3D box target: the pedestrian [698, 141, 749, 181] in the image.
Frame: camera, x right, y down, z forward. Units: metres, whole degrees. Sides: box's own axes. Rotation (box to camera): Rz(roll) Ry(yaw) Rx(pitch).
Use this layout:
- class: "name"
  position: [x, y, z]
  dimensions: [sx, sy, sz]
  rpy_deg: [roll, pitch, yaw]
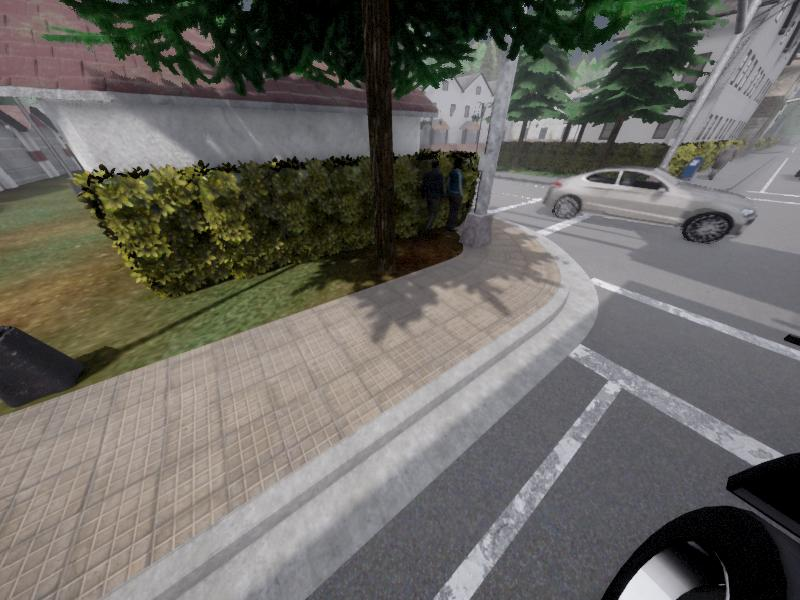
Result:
- class: "pedestrian"
  position: [18.098, -7.830, 12.984]
  dimensions: [0.751, 1.860, 0.751]
  rpy_deg: [22, 41, 28]

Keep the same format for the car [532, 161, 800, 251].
- class: "car"
  position: [7.565, -3.354, 7.472]
  dimensions: [2.152, 1.651, 5.027]
  rpy_deg: [-29, 43, -33]

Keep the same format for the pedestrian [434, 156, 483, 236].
- class: "pedestrian"
  position: [1.532, -2.847, 6.357]
  dimensions: [0.751, 1.860, 0.751]
  rpy_deg: [-15, 38, -19]

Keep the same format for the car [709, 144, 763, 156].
- class: "car"
  position: [51.012, -22.905, 35.193]
  dimensions: [1.994, 1.385, 4.181]
  rpy_deg: [-17, 38, -22]

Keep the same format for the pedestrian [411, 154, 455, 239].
- class: "pedestrian"
  position: [0.818, -2.682, 6.043]
  dimensions: [0.751, 1.860, 0.751]
  rpy_deg: [23, 41, 29]

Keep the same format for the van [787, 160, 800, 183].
- class: "van"
  position: [25.440, -8.068, 13.422]
  dimensions: [4.480, 2.038, 2.069]
  rpy_deg: [-25, 42, -31]

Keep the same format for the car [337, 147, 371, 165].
- class: "car"
  position: [-5.451, -17.006, 27.093]
  dimensions: [1.882, 1.535, 5.008]
  rpy_deg: [-22, 41, -28]

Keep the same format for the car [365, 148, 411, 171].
- class: "car"
  position: [-1.236, -13.529, 22.128]
  dimensions: [1.882, 1.535, 5.008]
  rpy_deg: [-22, 41, -28]
